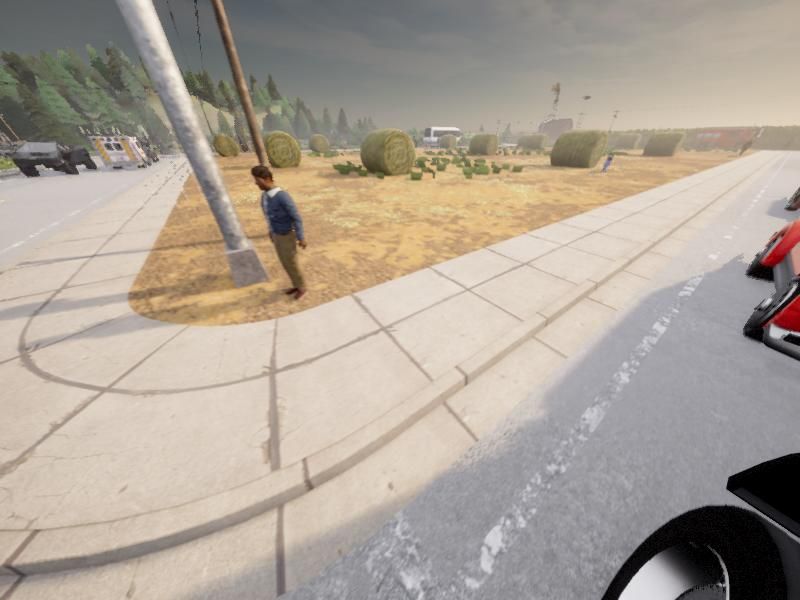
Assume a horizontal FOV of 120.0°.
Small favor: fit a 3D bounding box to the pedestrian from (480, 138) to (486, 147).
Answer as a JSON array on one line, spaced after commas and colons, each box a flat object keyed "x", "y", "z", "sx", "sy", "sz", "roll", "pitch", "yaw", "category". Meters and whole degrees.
[{"x": 22.142, "y": -41.982, "z": 61.514, "sx": 0.751, "sy": 1.860, "sz": 0.751, "roll": -17, "pitch": 39, "yaw": -23, "category": "pedestrian"}]

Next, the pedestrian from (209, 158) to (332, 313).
[{"x": -1.659, "y": -0.867, "z": 3.242, "sx": 0.751, "sy": 1.860, "sz": 0.751, "roll": 22, "pitch": 41, "yaw": 29, "category": "pedestrian"}]

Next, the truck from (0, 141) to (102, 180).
[{"x": -26.559, "y": -10.963, "z": 17.865, "sx": 2.390, "sy": 2.098, "sz": 6.274, "roll": -21, "pitch": 40, "yaw": -27, "category": "truck"}]

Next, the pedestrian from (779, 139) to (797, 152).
[{"x": 66.501, "y": -26.555, "z": 39.625, "sx": 0.751, "sy": 1.860, "sz": 0.751, "roll": -22, "pitch": 41, "yaw": -28, "category": "pedestrian"}]

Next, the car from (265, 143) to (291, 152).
[{"x": -24.067, "y": -30.210, "z": 45.686, "sx": 4.193, "sy": 1.474, "sz": 1.816, "roll": -19, "pitch": 39, "yaw": -25, "category": "car"}]

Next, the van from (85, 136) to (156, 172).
[{"x": -25.366, "y": -13.642, "z": 21.383, "sx": 2.351, "sy": 2.431, "sz": 6.366, "roll": -21, "pitch": 40, "yaw": -27, "category": "van"}]

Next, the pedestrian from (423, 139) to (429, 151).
[{"x": 4.772, "y": -28.740, "z": 42.793, "sx": 0.751, "sy": 1.860, "sz": 0.751, "roll": 12, "pitch": 37, "yaw": 16, "category": "pedestrian"}]

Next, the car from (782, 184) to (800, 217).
[{"x": 15.705, "y": -3.787, "z": 8.022, "sx": 4.181, "sy": 1.385, "sz": 1.994, "roll": -22, "pitch": 41, "yaw": -28, "category": "car"}]

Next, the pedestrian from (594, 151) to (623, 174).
[{"x": 14.082, "y": -9.306, "z": 15.628, "sx": 0.751, "sy": 1.300, "sz": 0.751, "roll": -4, "pitch": 35, "yaw": -6, "category": "pedestrian"}]

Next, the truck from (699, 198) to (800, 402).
[{"x": 6.575, "y": -0.527, "z": 2.501, "sx": 5.204, "sy": 2.467, "sz": 2.627, "roll": -21, "pitch": 40, "yaw": -28, "category": "truck"}]

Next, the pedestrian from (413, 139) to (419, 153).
[{"x": 2.637, "y": -25.406, "z": 38.073, "sx": 0.751, "sy": 1.860, "sz": 0.751, "roll": 6, "pitch": 36, "yaw": 8, "category": "pedestrian"}]

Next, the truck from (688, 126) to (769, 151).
[{"x": 66.151, "y": -32.833, "z": 46.927, "sx": 2.891, "sy": 3.827, "sz": 8.468, "roll": -21, "pitch": 40, "yaw": -27, "category": "truck"}]

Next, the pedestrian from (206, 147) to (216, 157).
[{"x": -25.326, "y": -19.750, "z": 30.896, "sx": 0.500, "sy": 1.100, "sz": 0.500, "roll": 19, "pitch": 39, "yaw": 25, "category": "pedestrian"}]

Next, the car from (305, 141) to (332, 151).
[{"x": -17.250, "y": -32.665, "z": 48.998, "sx": 4.856, "sy": 1.649, "sz": 2.033, "roll": -20, "pitch": 40, "yaw": -24, "category": "car"}]

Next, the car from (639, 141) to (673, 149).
[{"x": 60.394, "y": -36.755, "z": 54.570, "sx": 2.163, "sy": 1.488, "sz": 4.792, "roll": -21, "pitch": 40, "yaw": -27, "category": "car"}]

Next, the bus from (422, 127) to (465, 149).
[{"x": 10.940, "y": -41.361, "z": 58.925, "sx": 10.273, "sy": 4.253, "sz": 3.944, "roll": -19, "pitch": 39, "yaw": -25, "category": "bus"}]

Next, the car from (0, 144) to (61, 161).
[{"x": -49.013, "y": -19.168, "z": 29.989, "sx": 5.238, "sy": 1.638, "sz": 1.930, "roll": -19, "pitch": 39, "yaw": -25, "category": "car"}]

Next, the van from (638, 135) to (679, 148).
[{"x": 62.839, "y": -38.725, "z": 56.400, "sx": 1.988, "sy": 2.561, "sz": 5.915, "roll": -21, "pitch": 40, "yaw": -27, "category": "van"}]

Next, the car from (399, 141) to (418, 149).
[{"x": 2.023, "y": -37.017, "z": 55.213, "sx": 4.193, "sy": 1.474, "sz": 1.816, "roll": -19, "pitch": 39, "yaw": -25, "category": "car"}]

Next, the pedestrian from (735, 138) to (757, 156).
[{"x": 43.180, "y": -19.074, "z": 28.858, "sx": 0.751, "sy": 1.860, "sz": 0.751, "roll": -27, "pitch": 43, "yaw": -32, "category": "pedestrian"}]

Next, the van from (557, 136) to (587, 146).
[{"x": 51.894, "y": -48.003, "z": 69.770, "sx": 2.351, "sy": 2.431, "sz": 6.366, "roll": -21, "pitch": 40, "yaw": -26, "category": "van"}]

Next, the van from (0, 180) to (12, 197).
[{"x": -19.178, "y": -4.810, "z": 8.702, "sx": 1.988, "sy": 2.561, "sz": 5.915, "roll": -21, "pitch": 40, "yaw": -27, "category": "van"}]

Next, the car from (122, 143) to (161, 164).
[{"x": -29.385, "y": -16.844, "z": 26.421, "sx": 1.905, "sy": 1.878, "sz": 3.866, "roll": -21, "pitch": 40, "yaw": -27, "category": "car"}]

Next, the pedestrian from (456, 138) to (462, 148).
[{"x": 14.069, "y": -37.436, "z": 55.099, "sx": 0.751, "sy": 1.860, "sz": 0.751, "roll": -25, "pitch": 42, "yaw": -31, "category": "pedestrian"}]

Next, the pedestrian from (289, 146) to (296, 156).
[{"x": -15.315, "y": -21.236, "z": 32.920, "sx": 0.500, "sy": 1.100, "sz": 0.500, "roll": -5, "pitch": 35, "yaw": -6, "category": "pedestrian"}]
